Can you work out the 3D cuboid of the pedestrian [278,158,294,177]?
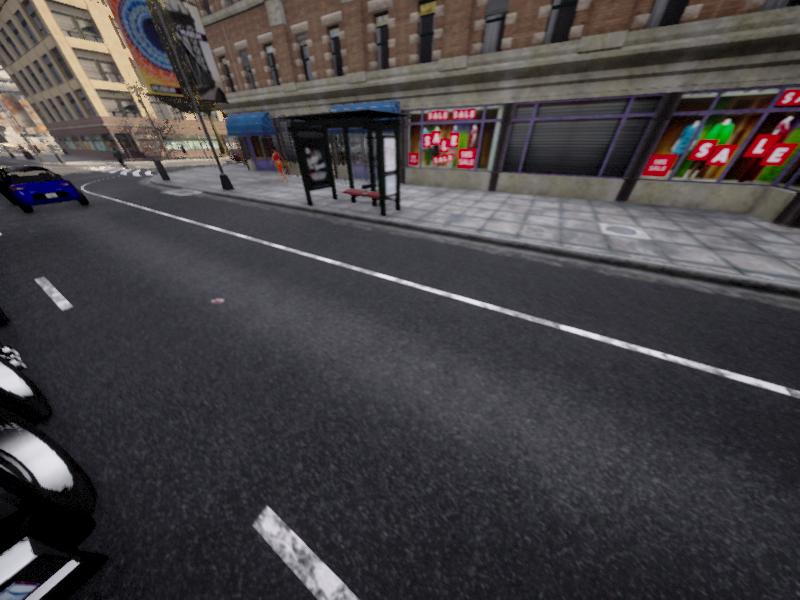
[{"bbox_3d":[-7.791,-9.088,15.855,0.500,1.100,0.500,16,38,22],"label":"pedestrian"}]

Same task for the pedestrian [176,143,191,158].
[{"bbox_3d":[-31.071,-21.485,33.211,0.751,1.860,0.751,22,41,29],"label":"pedestrian"}]

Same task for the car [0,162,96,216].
[{"bbox_3d":[-15.432,-4.834,9.797,4.193,1.474,1.816,18,39,25],"label":"car"}]

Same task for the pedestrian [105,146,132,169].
[{"bbox_3d":[-27.059,-13.680,22.230,0.751,1.860,0.751,17,39,23],"label":"pedestrian"}]

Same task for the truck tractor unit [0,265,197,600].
[{"bbox_3d":[-5.114,-0.298,0.778,6.516,4.208,3.053,18,39,24],"label":"truck tractor unit"}]

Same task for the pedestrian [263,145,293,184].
[{"bbox_3d":[-7.083,-7.917,13.502,0.751,1.860,0.751,15,38,21],"label":"pedestrian"}]
